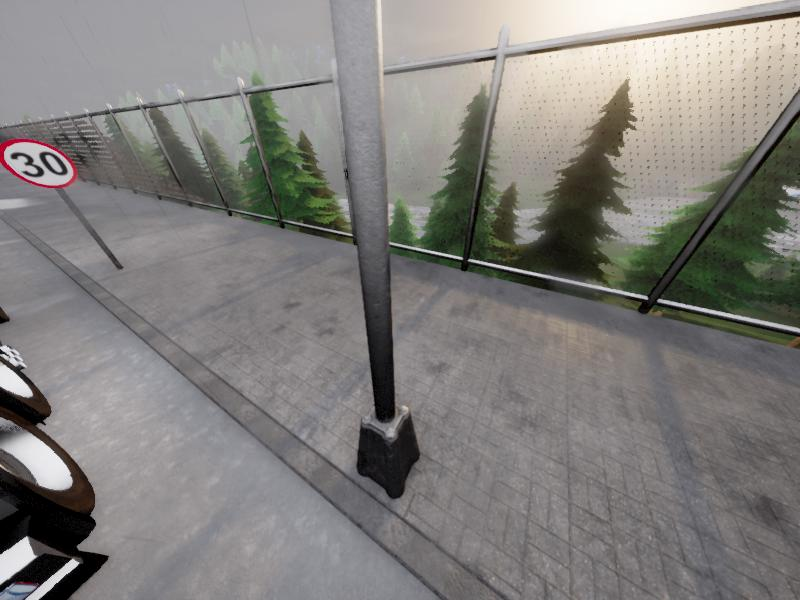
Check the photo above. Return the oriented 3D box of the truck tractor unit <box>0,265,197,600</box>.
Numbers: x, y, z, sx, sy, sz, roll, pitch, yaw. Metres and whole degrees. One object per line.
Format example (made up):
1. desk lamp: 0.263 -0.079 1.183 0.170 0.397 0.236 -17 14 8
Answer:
1. truck tractor unit: -5.112 -0.300 0.777 6.516 4.208 3.053 18 39 24
